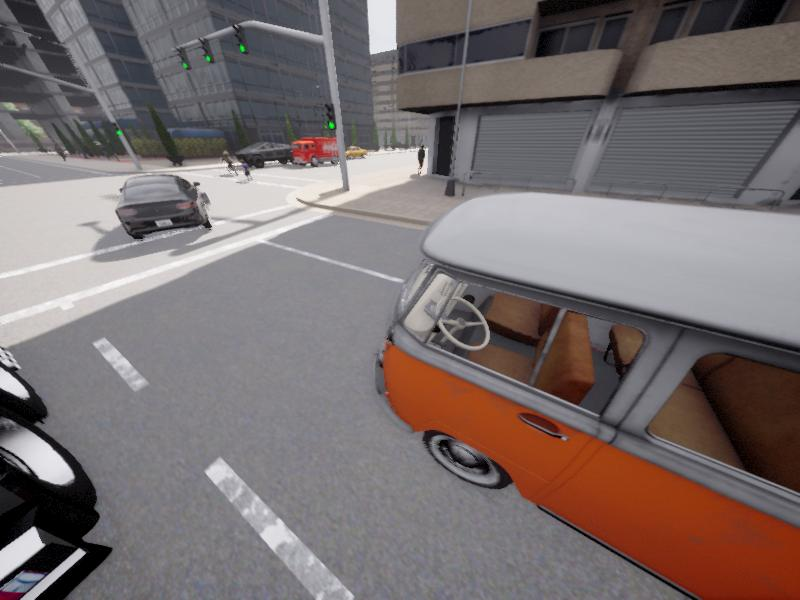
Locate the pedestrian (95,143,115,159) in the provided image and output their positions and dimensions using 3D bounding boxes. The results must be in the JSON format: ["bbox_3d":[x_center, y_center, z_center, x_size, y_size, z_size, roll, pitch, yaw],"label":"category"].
[{"bbox_3d":[-40.711,-20.555,31.899,0.751,1.860,0.751,4,35,6],"label":"pedestrian"}]

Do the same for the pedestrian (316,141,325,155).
[{"bbox_3d":[-13.449,-25.638,38.929,0.751,1.860,0.751,20,40,26],"label":"pedestrian"}]

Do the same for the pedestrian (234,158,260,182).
[{"bbox_3d":[-9.939,-8.455,15.035,0.751,1.300,0.751,21,40,28],"label":"pedestrian"}]

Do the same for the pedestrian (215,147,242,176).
[{"bbox_3d":[-12.909,-10.462,17.450,0.751,1.860,0.751,7,36,10],"label":"pedestrian"}]

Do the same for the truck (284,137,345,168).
[{"bbox_3d":[-8.640,-15.429,24.053,2.627,2.467,5.204,18,39,25],"label":"truck"}]

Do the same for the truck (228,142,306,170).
[{"bbox_3d":[-13.160,-14.837,23.565,2.390,2.098,6.274,19,39,25],"label":"truck"}]

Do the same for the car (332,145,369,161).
[{"bbox_3d":[-6.795,-20.675,32.345,1.801,1.575,5.366,19,39,26],"label":"car"}]

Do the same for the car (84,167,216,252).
[{"bbox_3d":[-7.389,-3.168,7.340,1.812,1.442,4.674,-23,41,-29],"label":"car"}]

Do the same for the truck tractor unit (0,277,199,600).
[{"bbox_3d":[-5.134,-0.278,0.744,6.516,4.208,3.053,17,39,23],"label":"truck tractor unit"}]

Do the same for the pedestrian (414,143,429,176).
[{"bbox_3d":[1.466,-9.649,15.898,0.751,1.860,0.751,16,38,22],"label":"pedestrian"}]

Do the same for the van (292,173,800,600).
[{"bbox_3d":[1.835,0.569,1.428,4.442,1.987,1.775,18,39,24],"label":"van"}]
